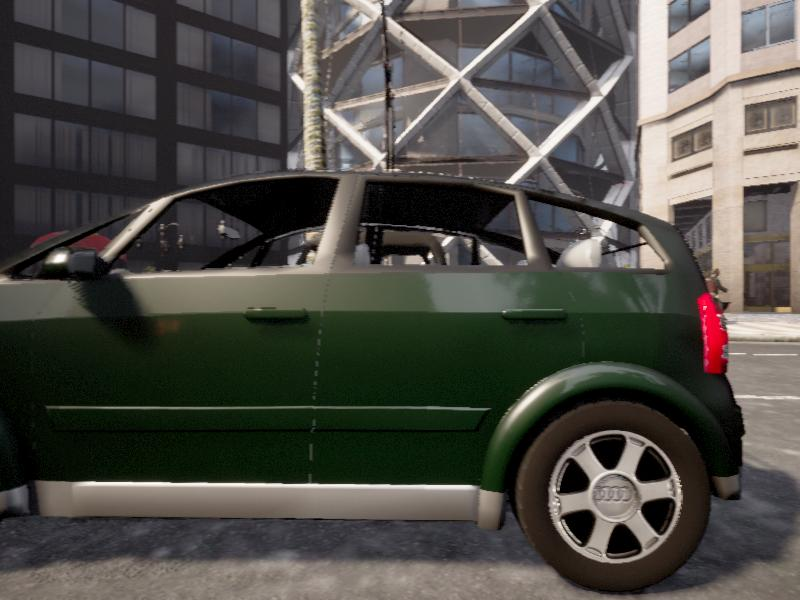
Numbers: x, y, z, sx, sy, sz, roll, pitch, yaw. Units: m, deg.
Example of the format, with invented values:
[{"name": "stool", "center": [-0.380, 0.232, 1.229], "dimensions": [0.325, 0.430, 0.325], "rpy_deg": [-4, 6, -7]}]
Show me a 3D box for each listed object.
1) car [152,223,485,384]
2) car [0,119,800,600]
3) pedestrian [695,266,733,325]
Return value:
[{"name": "car", "center": [-0.949, 0.042, 5.614], "dimensions": [3.866, 1.878, 1.905], "rpy_deg": [0, 0, 0]}, {"name": "car", "center": [-0.525, 0.214, 2.168], "dimensions": [3.705, 1.549, 1.789], "rpy_deg": [0, 0, 1]}, {"name": "pedestrian", "center": [10.273, -0.133, 13.105], "dimensions": [0.751, 1.860, 0.751], "rpy_deg": [0, 0, 16]}]
